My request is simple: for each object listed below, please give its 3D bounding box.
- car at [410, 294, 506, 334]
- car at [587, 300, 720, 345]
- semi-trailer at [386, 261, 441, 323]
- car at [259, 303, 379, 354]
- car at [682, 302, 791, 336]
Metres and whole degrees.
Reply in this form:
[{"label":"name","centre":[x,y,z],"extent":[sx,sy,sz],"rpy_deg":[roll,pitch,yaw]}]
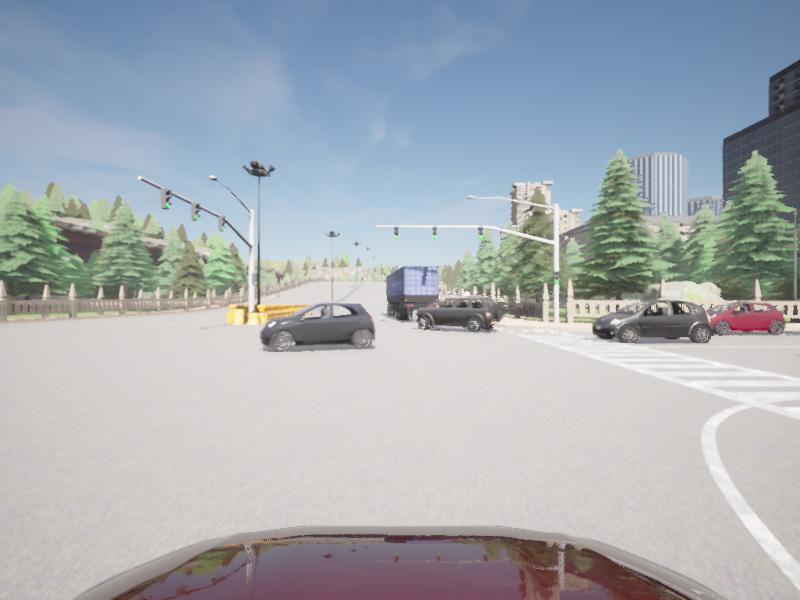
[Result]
[{"label":"car","centre":[3.014,0.683,21.114],"extent":[4.605,1.855,1.932],"rpy_deg":[0,2,33]},{"label":"car","centre":[9.613,0.811,15.405],"extent":[3.988,1.617,1.851],"rpy_deg":[0,0,-1]},{"label":"semi-trailer","centre":[0.732,-0.569,35.872],"extent":[2.717,4.402,14.254],"rpy_deg":[0,0,-7]},{"label":"car","centre":[-2.677,0.846,13.167],"extent":[3.633,1.501,1.845],"rpy_deg":[0,0,-18]},{"label":"car","centre":[15.844,0.854,19.004],"extent":[3.633,1.501,1.845],"rpy_deg":[0,0,0]}]
